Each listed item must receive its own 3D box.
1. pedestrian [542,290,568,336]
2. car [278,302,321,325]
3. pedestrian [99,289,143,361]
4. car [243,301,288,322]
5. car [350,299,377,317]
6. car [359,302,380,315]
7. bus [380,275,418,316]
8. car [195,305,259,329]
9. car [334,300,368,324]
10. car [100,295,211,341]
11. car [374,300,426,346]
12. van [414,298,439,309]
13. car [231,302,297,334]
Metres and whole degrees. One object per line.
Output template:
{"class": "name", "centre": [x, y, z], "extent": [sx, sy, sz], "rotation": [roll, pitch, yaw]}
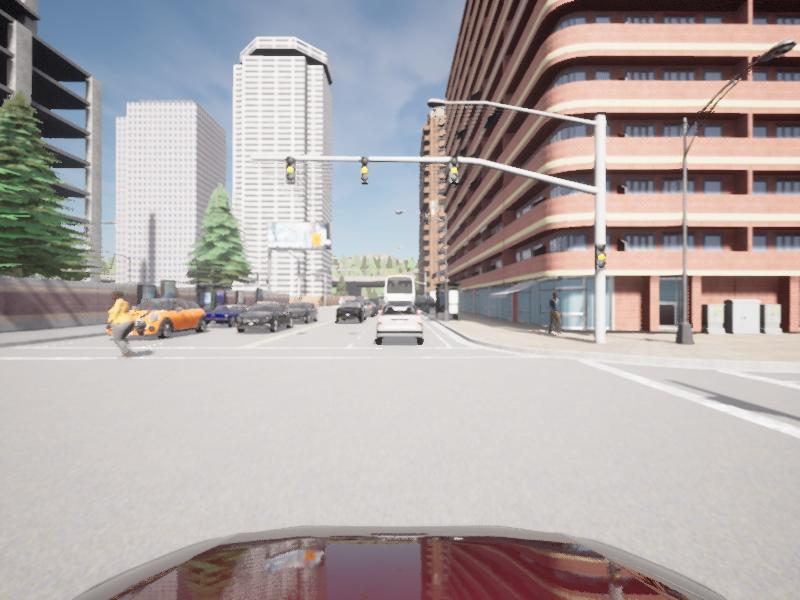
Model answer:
{"class": "pedestrian", "centre": [6.422, 0.545, 16.584], "extent": [0.751, 1.860, 0.751], "rotation": [0, 0, -8]}
{"class": "car", "centre": [-7.021, 0.880, 28.419], "extent": [1.837, 1.490, 4.892], "rotation": [0, 0, 0]}
{"class": "pedestrian", "centre": [-7.500, 0.636, 10.788], "extent": [0.751, 1.860, 0.751], "rotation": [0, 0, -14]}
{"class": "car", "centre": [-10.523, 0.852, 31.649], "extent": [1.882, 1.535, 5.008], "rotation": [0, 0, 0]}
{"class": "car", "centre": [-3.531, 0.811, 39.588], "extent": [2.242, 1.667, 4.611], "rotation": [0, -1, 0]}
{"class": "car", "centre": [-3.533, 0.961, 46.837], "extent": [2.033, 1.411, 5.357], "rotation": [0, 0, 0]}
{"class": "bus", "centre": [-0.152, -0.459, 46.778], "extent": [3.944, 4.253, 10.273], "rotation": [0, 0, 0]}
{"class": "car", "centre": [-10.519, 0.965, 24.718], "extent": [1.895, 1.301, 4.718], "rotation": [0, 0, 0]}
{"class": "car", "centre": [-3.539, 0.818, 29.805], "extent": [1.930, 1.638, 5.238], "rotation": [0, 0, 0]}
{"class": "car", "centre": [-10.513, 0.707, 17.716], "extent": [2.097, 1.767, 4.553], "rotation": [0, 0, 0]}
{"class": "car", "centre": [-0.010, 0.830, 16.183], "extent": [1.851, 1.617, 3.988], "rotation": [0, 0, 0]}
{"class": "van", "centre": [4.974, 0.721, 75.338], "extent": [4.442, 1.987, 1.775], "rotation": [0, 0, 0]}
{"class": "car", "centre": [-7.013, 0.871, 21.210], "extent": [1.837, 1.490, 4.892], "rotation": [0, 0, 0]}
